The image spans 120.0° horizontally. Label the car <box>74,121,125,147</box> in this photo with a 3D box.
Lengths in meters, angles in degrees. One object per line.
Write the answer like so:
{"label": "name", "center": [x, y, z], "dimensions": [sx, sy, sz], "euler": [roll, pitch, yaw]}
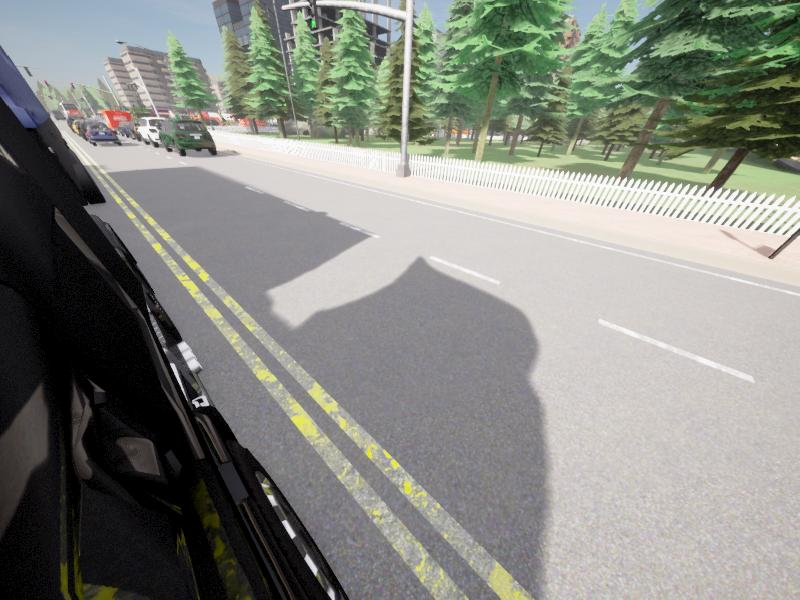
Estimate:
{"label": "car", "center": [-24.989, -13.836, 19.220], "dimensions": [3.705, 1.549, 1.789], "euler": [28, 44, 30]}

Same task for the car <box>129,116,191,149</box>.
{"label": "car", "center": [-20.938, -14.615, 20.108], "dimensions": [5.566, 2.045, 2.150], "euler": [28, 44, 30]}

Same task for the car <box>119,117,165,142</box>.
{"label": "car", "center": [-26.498, -17.508, 23.754], "dimensions": [4.605, 1.855, 1.932], "euler": [28, 44, 30]}

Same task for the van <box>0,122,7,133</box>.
{"label": "van", "center": [-45.230, -19.341, 24.876], "dimensions": [4.480, 2.038, 2.069], "euler": [27, 43, 30]}

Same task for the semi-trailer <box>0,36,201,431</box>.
{"label": "semi-trailer", "center": [-8.659, -3.636, 4.259], "dimensions": [14.254, 4.402, 2.717], "euler": [29, 44, 30]}

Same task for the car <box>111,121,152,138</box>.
{"label": "car", "center": [-31.510, -20.015, 27.112], "dimensions": [4.792, 1.488, 2.163], "euler": [28, 44, 30]}

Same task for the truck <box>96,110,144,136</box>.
{"label": "truck", "center": [-36.379, -23.014, 29.979], "dimensions": [5.204, 2.467, 2.627], "euler": [28, 44, 30]}

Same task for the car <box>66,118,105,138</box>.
{"label": "car", "center": [-35.184, -19.277, 25.809], "dimensions": [5.366, 1.575, 1.801], "euler": [28, 44, 30]}

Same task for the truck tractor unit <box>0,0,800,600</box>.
{"label": "truck tractor unit", "center": [-2.645, -0.295, 0.351], "dimensions": [6.516, 4.208, 3.053], "euler": [28, 44, 30]}

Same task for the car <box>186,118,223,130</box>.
{"label": "car", "center": [-43.663, -39.431, 51.778], "dimensions": [2.150, 2.045, 5.566], "euler": [27, 43, 29]}

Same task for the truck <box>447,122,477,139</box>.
{"label": "truck", "center": [19.548, -54.015, 73.700], "dimensions": [8.468, 3.827, 2.891], "euler": [8, 37, 7]}

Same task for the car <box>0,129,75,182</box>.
{"label": "car", "center": [-15.556, -6.041, 9.502], "dimensions": [3.806, 1.475, 1.970], "euler": [28, 44, 30]}

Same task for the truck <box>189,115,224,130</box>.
{"label": "truck", "center": [-45.420, -41.693, 54.341], "dimensions": [2.627, 2.467, 5.204], "euler": [27, 43, 29]}

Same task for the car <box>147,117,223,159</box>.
{"label": "car", "center": [-15.337, -11.636, 16.489], "dimensions": [5.566, 2.045, 2.150], "euler": [28, 44, 30]}

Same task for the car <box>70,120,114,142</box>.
{"label": "car", "center": [-29.835, -16.383, 22.376], "dimensions": [4.193, 1.474, 1.816], "euler": [28, 44, 30]}
